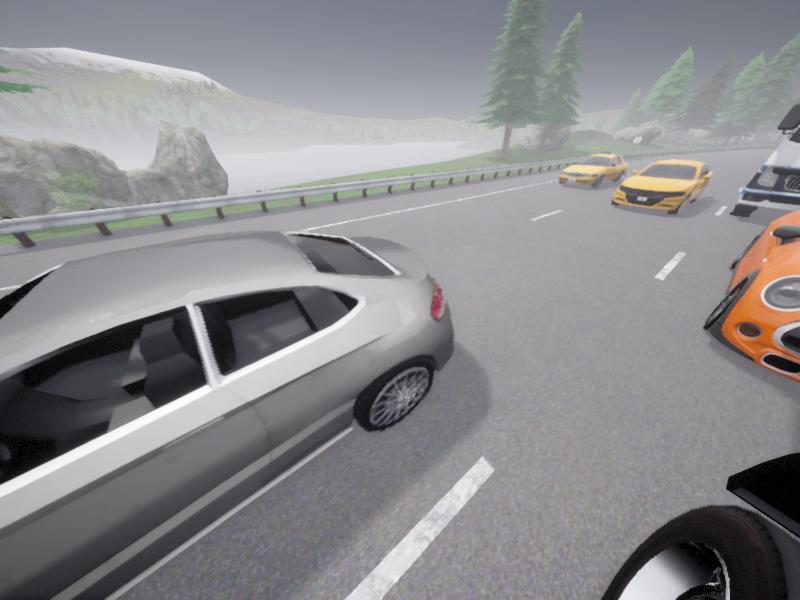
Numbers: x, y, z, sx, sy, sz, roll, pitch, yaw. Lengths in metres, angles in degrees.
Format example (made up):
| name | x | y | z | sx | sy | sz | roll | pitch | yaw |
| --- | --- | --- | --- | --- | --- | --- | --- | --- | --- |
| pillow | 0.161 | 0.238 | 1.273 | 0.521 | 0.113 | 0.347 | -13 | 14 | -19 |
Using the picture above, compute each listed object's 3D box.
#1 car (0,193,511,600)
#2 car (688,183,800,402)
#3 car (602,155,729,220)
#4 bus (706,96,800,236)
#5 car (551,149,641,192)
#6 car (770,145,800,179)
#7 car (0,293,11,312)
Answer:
| name | x | y | z | sx | sy | sz | roll | pitch | yaw |
| --- | --- | --- | --- | --- | --- | --- | --- | --- | --- |
| car | -1.822 | 0.554 | 1.736 | 5.027 | 1.651 | 2.152 | -23 | 41 | -29 |
| car | 6.077 | -0.347 | 2.794 | 4.553 | 1.767 | 2.097 | -23 | 41 | -29 |
| car | 10.246 | -4.507 | 8.883 | 5.008 | 1.535 | 1.882 | -23 | 41 | -29 |
| bus | 15.159 | -5.116 | 7.349 | 10.273 | 4.253 | 3.944 | -23 | 41 | -29 |
| car | 10.889 | -7.287 | 12.786 | 5.366 | 1.575 | 1.801 | -23 | 41 | -29 |
| car | 27.048 | -9.116 | 15.158 | 4.611 | 1.667 | 2.242 | -22 | 41 | -28 |
| car | -7.849 | 0.646 | 1.743 | 4.514 | 1.525 | 2.007 | -23 | 41 | -29 |
